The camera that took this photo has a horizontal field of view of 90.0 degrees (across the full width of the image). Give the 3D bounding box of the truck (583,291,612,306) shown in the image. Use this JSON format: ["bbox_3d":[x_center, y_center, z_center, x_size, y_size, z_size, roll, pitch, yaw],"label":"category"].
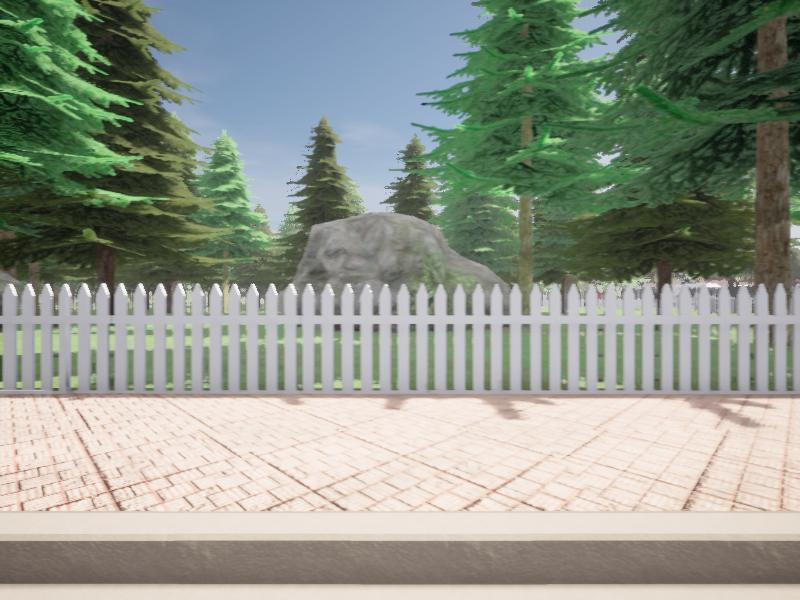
[{"bbox_3d":[35.061,-0.235,71.224,2.627,2.467,5.204,0,0,1],"label":"truck"}]

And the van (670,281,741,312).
[{"bbox_3d":[27.175,-0.270,35.951,1.988,2.561,5.915,0,0,1],"label":"van"}]

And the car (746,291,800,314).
[{"bbox_3d":[30.570,0.190,31.597,2.152,1.651,5.027,0,0,1],"label":"car"}]

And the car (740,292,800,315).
[{"bbox_3d":[26.986,0.253,28.298,1.837,1.490,4.892,0,0,1],"label":"car"}]
